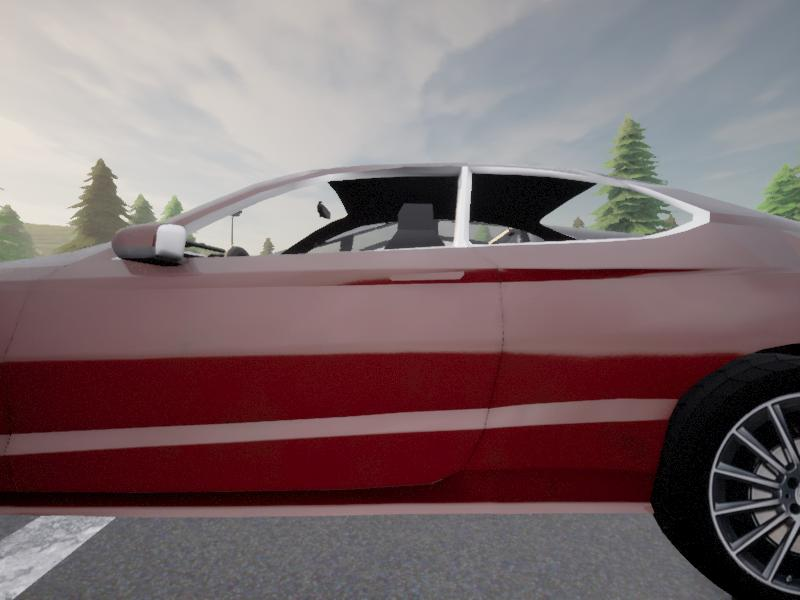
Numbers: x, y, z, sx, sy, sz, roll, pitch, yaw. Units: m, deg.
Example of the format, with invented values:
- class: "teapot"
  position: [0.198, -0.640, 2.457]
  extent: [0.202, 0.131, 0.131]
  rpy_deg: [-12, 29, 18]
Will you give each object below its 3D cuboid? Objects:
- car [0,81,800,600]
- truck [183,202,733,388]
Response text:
- class: "car"
  position: [-0.228, 0.181, 2.288]
  extent: [5.027, 1.651, 2.152]
  rpy_deg: [0, 0, 1]
- class: "truck"
  position: [0.645, -0.058, 5.770]
  extent: [6.274, 2.098, 2.390]
  rpy_deg: [0, 0, 1]
